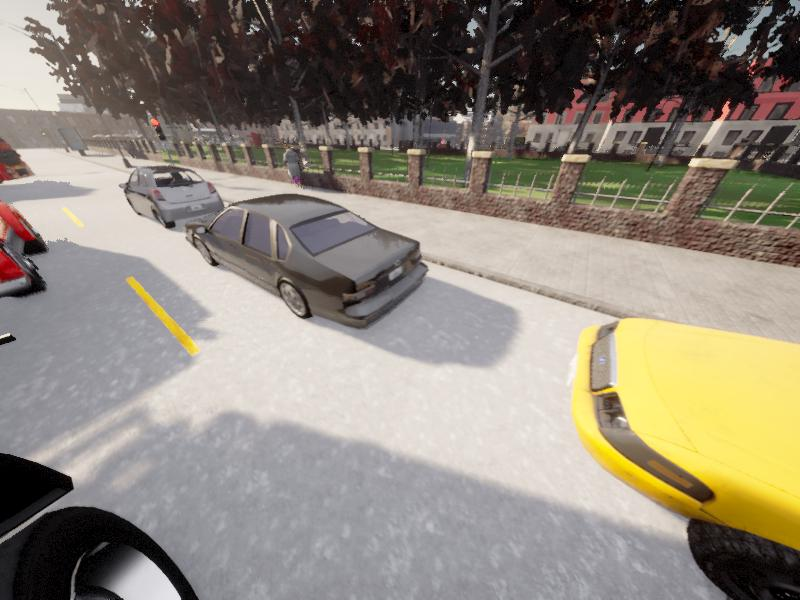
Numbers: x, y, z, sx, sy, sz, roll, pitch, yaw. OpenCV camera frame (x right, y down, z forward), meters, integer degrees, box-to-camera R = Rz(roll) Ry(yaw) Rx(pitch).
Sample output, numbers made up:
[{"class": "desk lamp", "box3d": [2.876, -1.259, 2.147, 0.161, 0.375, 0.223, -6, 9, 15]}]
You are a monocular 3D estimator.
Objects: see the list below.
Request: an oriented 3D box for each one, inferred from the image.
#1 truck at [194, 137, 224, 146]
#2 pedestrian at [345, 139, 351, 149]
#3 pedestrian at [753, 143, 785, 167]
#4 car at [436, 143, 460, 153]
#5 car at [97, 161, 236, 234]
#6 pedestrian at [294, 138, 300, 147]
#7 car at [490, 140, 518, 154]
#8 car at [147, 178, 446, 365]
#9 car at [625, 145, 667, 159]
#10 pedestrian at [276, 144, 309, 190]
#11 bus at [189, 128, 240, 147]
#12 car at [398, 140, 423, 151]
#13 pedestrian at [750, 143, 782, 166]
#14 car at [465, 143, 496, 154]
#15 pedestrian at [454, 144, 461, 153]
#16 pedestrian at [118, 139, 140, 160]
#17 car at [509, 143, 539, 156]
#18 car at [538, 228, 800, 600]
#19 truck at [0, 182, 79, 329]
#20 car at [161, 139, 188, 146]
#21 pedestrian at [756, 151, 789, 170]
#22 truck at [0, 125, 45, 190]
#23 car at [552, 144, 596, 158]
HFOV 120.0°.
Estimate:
[{"class": "truck", "box3d": [-58.300, -48.495, 70.716, 2.390, 2.098, 6.274, 22, 41, 28]}, {"class": "pedestrian", "box3d": [-11.160, -33.684, 49.827, 0.751, 1.860, 0.751, 22, 41, 28]}, {"class": "pedestrian", "box3d": [35.087, -13.825, 21.986, 0.751, 1.860, 0.751, -23, 41, -29]}, {"class": "car", "box3d": [8.880, -28.569, 43.276, 3.806, 1.475, 1.970, 23, 41, 28]}, {"class": "car", "box3d": [-7.528, -3.509, 7.514, 3.633, 1.501, 1.845, 21, 40, 27]}, {"class": "pedestrian", "box3d": [-26.926, -41.216, 60.400, 0.751, 1.860, 0.751, 24, 41, 30]}, {"class": "car", "box3d": [18.685, -27.533, 41.521, 3.866, 1.878, 1.905, 22, 41, 28]}, {"class": "car", "box3d": [-2.115, -1.150, 4.324, 5.357, 1.411, 2.033, 22, 41, 28]}, {"class": "car", "box3d": [34.418, -20.879, 32.506, 3.633, 1.501, 1.845, 23, 41, 29]}, {"class": "pedestrian", "box3d": [-5.176, -6.436, 11.178, 0.751, 1.860, 0.751, 22, 41, 28]}, {"class": "bus", "box3d": [-54.752, -48.302, 68.769, 3.944, 4.253, 10.273, 22, 41, 28]}, {"class": "car", "box3d": [2.106, -31.514, 47.062, 4.605, 1.855, 1.932, 22, 40, 28]}, {"class": "pedestrian", "box3d": [35.453, -14.116, 22.403, 0.751, 1.860, 0.751, -19, 40, -26]}, {"class": "car", "box3d": [13.963, -26.503, 40.338, 4.514, 1.525, 2.007, 22, 41, 28]}, {"class": "pedestrian", "box3d": [9.465, -24.971, 38.100, 0.751, 1.300, 0.751, 22, 41, 28]}, {"class": "pedestrian", "box3d": [-29.555, -16.461, 25.225, 0.751, 1.860, 0.751, 22, 41, 28]}, {"class": "car", "box3d": [19.834, -24.103, 36.951, 3.705, 1.549, 1.789, 22, 41, 28]}, {"class": "car", "box3d": [3.818, 1.301, 0.727, 5.366, 1.575, 1.801, 23, 41, 29]}, {"class": "truck", "box3d": [-8.113, -1.202, 3.426, 5.204, 2.467, 2.627, 22, 41, 28]}, {"class": "car", "box3d": [-63.328, -44.268, 64.956, 1.882, 1.535, 5.008, 23, 41, 28]}, {"class": "pedestrian", "box3d": [31.679, -11.867, 19.665, 0.751, 1.300, 0.751, 22, 41, 28]}, {"class": "truck", "box3d": [-23.571, -6.441, 9.560, 8.468, 3.827, 2.891, -23, 41, -30]}, {"class": "car", "box3d": [25.330, -21.820, 33.803, 4.892, 1.490, 1.837, 22, 40, 27]}]
